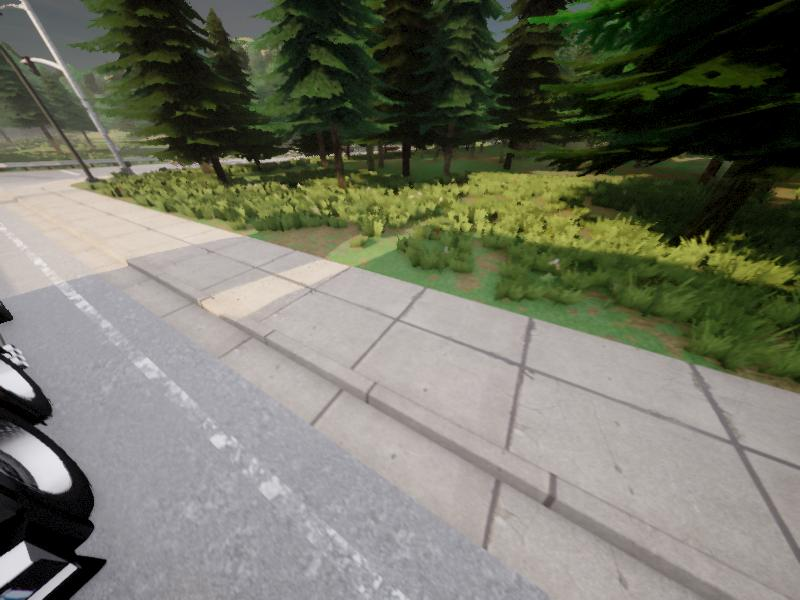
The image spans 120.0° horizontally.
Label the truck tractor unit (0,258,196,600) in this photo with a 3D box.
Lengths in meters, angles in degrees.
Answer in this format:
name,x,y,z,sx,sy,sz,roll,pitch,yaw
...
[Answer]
name,x,y,z,sx,sy,sz,roll,pitch,yaw
truck tractor unit,-5.100,-0.313,0.789,6.516,4.208,3.053,19,39,25
